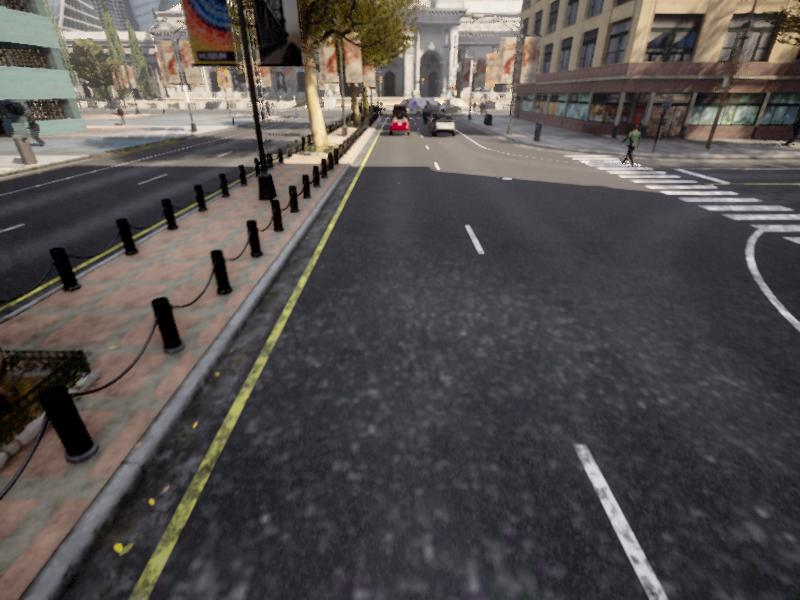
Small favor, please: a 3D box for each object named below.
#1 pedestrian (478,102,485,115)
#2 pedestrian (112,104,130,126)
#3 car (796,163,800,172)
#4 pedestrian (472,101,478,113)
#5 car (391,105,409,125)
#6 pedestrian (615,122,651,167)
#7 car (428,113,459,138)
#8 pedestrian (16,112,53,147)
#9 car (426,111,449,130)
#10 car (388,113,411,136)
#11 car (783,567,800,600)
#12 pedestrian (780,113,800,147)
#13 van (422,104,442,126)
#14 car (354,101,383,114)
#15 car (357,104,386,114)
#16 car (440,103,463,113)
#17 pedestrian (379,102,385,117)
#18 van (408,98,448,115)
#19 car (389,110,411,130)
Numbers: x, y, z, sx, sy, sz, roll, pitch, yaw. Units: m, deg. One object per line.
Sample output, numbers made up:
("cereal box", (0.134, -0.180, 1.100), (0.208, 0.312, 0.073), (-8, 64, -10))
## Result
("pedestrian", (12.668, -29.676, 62.052), (0.751, 1.860, 0.751), (3, 27, 5))
("pedestrian", (-27.378, -18.156, 39.275), (0.751, 1.860, 0.751), (-8, 28, -15))
("car", (19.160, -5.870, 16.361), (3.633, 1.501, 1.845), (-1, 27, -1))
("pedestrian", (13.150, -33.986, 70.403), (0.751, 1.860, 0.751), (-1, 27, -1))
("car", (-0.026, -20.435, 44.126), (1.905, 1.878, 3.866), (0, 27, 0))
("pedestrian", (10.626, -7.104, 18.311), (0.751, 1.860, 0.751), (-2, 27, -4))
("car", (3.477, -14.278, 32.606), (2.007, 1.525, 4.514), (0, 27, 0))
("pedestrian", (-21.474, -10.017, 23.524), (0.751, 1.860, 0.751), (2, 27, 4))
("car", (3.496, -17.159, 38.185), (1.845, 1.501, 3.633), (0, 27, 0))
("car", (-0.022, -14.560, 33.112), (1.789, 1.549, 3.705), (0, 27, 0))
("car", (3.525, 2.300, 0.544), (1.816, 1.474, 4.193), (0, 27, 0))
("pedestrian", (23.944, -10.239, 24.095), (0.751, 1.860, 0.751), (4, 28, 8))
("van", (3.426, -20.420, 44.004), (1.775, 1.987, 4.442), (0, 27, 0))
("car", (-5.111, -31.371, 65.317), (4.605, 1.855, 1.932), (0, 27, 0))
("car", (-4.815, -32.799, 68.518), (4.792, 1.488, 2.163), (0, 27, 0))
("car", (8.721, -32.799, 68.461), (3.633, 1.501, 1.845), (0, 27, 0))
("pedestrian", (-2.464, -25.777, 54.135), (0.751, 1.860, 0.751), (0, 27, -1))
("van", (4.452, -31.592, 65.162), (6.366, 2.431, 2.351), (0, 27, 0))
("car", (-0.026, -17.353, 38.552), (2.007, 1.525, 4.514), (0, 27, 0))
